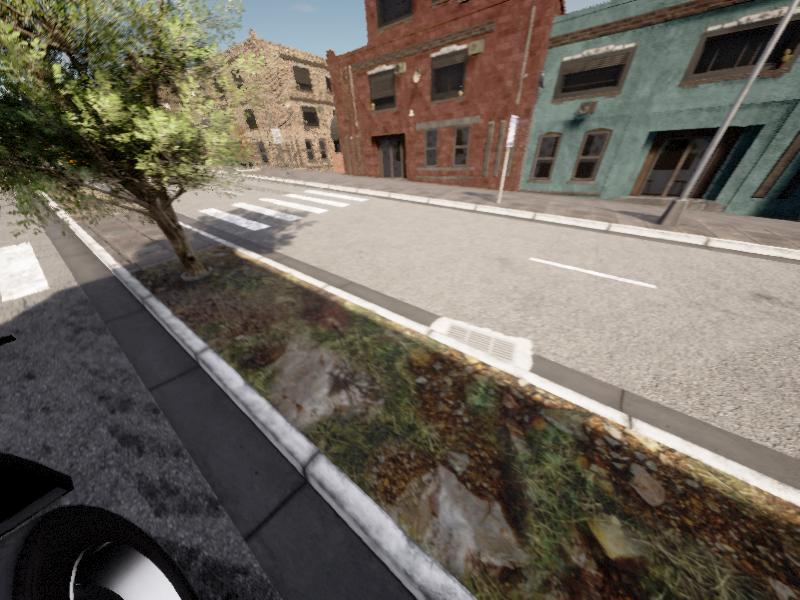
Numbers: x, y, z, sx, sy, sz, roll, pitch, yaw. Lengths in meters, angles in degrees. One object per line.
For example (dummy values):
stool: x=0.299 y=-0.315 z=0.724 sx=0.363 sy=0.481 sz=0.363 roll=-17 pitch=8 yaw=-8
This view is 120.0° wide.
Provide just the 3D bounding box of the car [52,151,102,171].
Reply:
car: x=-31.732 y=-13.745 z=22.700 sx=5.008 sy=1.535 sz=1.882 roll=20 pitch=40 yaw=28
